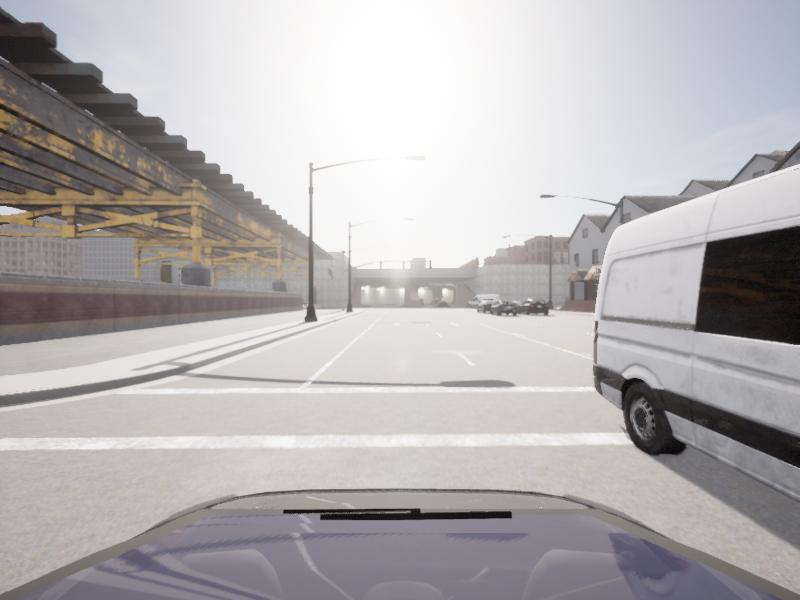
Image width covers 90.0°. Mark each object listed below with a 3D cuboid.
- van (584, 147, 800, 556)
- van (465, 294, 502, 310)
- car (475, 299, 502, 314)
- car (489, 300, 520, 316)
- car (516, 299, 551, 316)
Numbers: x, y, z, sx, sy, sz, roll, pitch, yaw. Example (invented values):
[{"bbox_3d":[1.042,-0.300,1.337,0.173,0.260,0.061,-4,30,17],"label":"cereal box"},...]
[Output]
[{"bbox_3d":[3.495,0.322,2.470,1.988,2.561,5.915,0,0,0],"label":"van"},{"bbox_3d":[14.328,0.331,68.746,5.915,2.561,1.988,0,0,30],"label":"van"},{"bbox_3d":[10.519,0.740,47.740,1.930,1.638,5.238,0,0,-1],"label":"car"},{"bbox_3d":[10.512,0.802,40.651,2.007,1.525,4.514,0,0,0],"label":"car"},{"bbox_3d":[14.010,0.729,42.233,2.242,1.667,4.611,0,0,0],"label":"car"}]
